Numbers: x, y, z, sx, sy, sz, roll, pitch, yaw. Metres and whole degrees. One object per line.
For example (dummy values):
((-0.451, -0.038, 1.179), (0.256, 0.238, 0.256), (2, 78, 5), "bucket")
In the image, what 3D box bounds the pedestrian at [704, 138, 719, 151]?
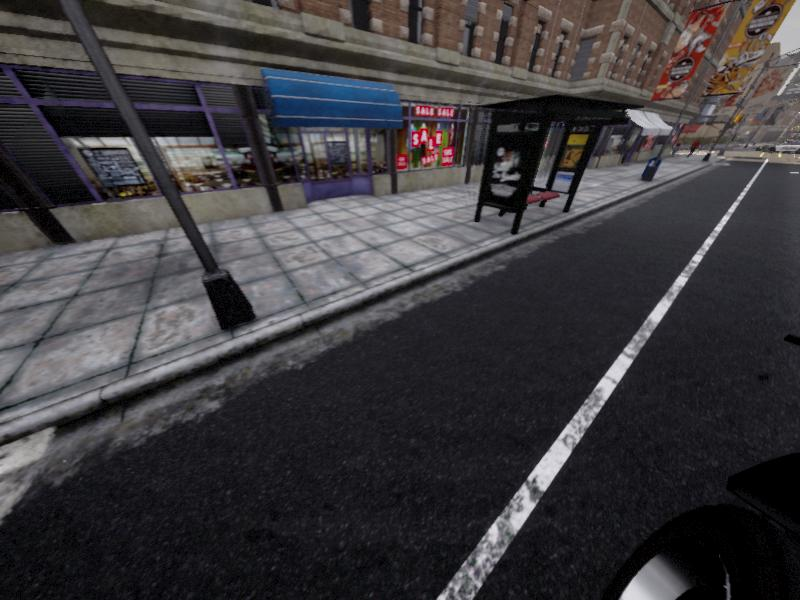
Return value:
((52.750, -26.303, 39.128), (0.751, 1.860, 0.751), (-28, 44, -34), "pedestrian")

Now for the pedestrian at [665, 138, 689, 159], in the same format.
((30.427, -16.686, 25.427), (0.751, 1.860, 0.751), (-16, 38, -20), "pedestrian")

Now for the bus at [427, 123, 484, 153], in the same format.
((10.393, -30.278, 43.294), (10.273, 4.253, 3.944), (-23, 41, -29), "bus")

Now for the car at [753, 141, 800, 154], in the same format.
((56.097, -22.249, 33.639), (2.038, 1.542, 4.974), (-23, 41, -29), "car")

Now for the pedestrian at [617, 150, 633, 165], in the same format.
((19.704, -12.492, 20.243), (0.500, 1.100, 0.500), (-25, 42, -31), "pedestrian")

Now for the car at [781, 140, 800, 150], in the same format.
((75.255, -29.681, 44.111), (5.357, 1.411, 2.033), (-23, 41, -29), "car")

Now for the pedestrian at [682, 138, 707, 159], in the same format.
((32.210, -16.615, 25.303), (0.751, 1.860, 0.751), (-16, 38, -21), "pedestrian")
